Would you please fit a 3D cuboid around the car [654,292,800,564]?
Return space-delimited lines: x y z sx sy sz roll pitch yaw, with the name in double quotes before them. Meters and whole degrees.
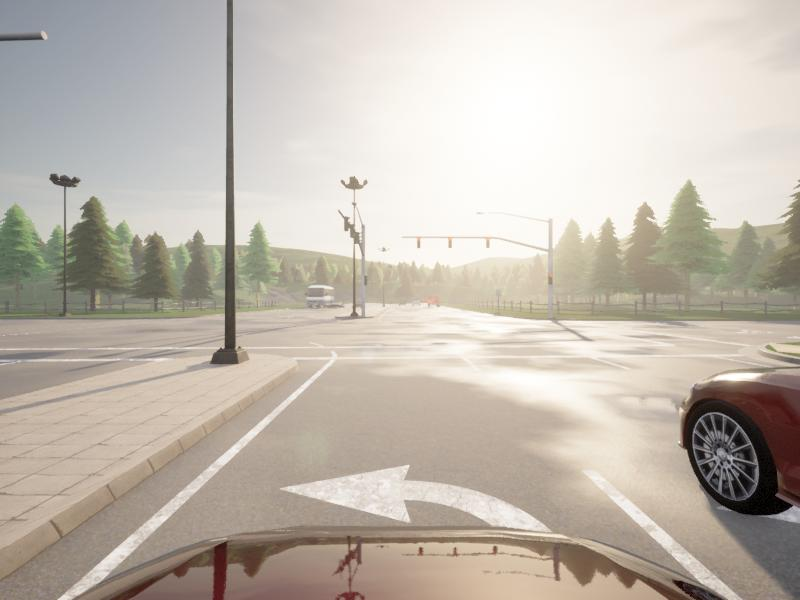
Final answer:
"car" 3.500 0.779 1.307 2.152 1.651 5.027 0 0 0

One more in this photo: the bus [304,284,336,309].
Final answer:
"bus" -14.832 -0.604 75.461 3.944 4.253 10.273 0 0 0
